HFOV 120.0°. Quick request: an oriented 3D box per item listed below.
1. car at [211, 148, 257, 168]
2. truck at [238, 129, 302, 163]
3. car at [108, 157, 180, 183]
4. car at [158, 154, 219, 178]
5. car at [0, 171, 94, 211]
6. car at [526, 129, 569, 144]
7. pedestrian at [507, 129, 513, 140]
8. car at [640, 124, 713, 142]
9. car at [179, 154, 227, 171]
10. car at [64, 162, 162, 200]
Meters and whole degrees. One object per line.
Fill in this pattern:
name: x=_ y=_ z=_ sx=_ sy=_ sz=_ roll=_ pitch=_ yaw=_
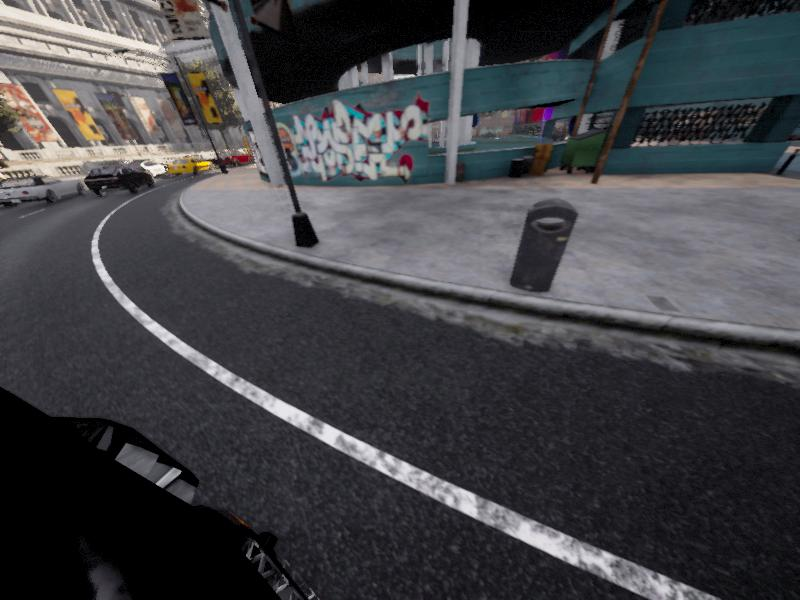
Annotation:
car: x=-20.834 y=-18.026 z=29.274 sx=2.097 sy=1.767 sz=4.553 roll=0 pitch=36 yaw=5
truck: x=-19.321 y=-23.672 z=35.313 sx=2.891 sy=3.827 sz=8.468 roll=6 pitch=37 yaw=13
car: x=-24.184 y=-12.579 z=22.162 sx=2.038 sy=1.542 sz=4.974 roll=-8 pitch=36 yaw=-6
car: x=-20.928 y=-13.589 z=23.239 sx=1.801 sy=1.575 sz=5.366 roll=-7 pitch=36 yaw=-5
car: x=-21.165 y=-6.563 z=13.645 sx=1.895 sy=1.301 sz=4.718 roll=-18 pitch=38 yaw=-19
car: x=21.566 y=-24.065 z=34.041 sx=4.902 sy=1.511 sz=2.128 roll=7 pitch=37 yaw=14
pedestrian: x=22.790 y=-34.220 z=47.785 sx=0.751 sy=1.860 sz=0.751 roll=7 pitch=37 yaw=14
car: x=30.324 y=-18.439 z=25.525 sx=4.718 sy=1.301 sz=1.895 roll=7 pitch=37 yaw=14
car: x=-24.481 y=-17.231 z=28.911 sx=1.895 sy=1.301 sz=4.718 roll=0 pitch=36 yaw=5
car: x=-18.260 y=-7.941 z=15.138 sx=2.128 sy=1.511 sz=4.902 roll=-18 pitch=38 yaw=-19
